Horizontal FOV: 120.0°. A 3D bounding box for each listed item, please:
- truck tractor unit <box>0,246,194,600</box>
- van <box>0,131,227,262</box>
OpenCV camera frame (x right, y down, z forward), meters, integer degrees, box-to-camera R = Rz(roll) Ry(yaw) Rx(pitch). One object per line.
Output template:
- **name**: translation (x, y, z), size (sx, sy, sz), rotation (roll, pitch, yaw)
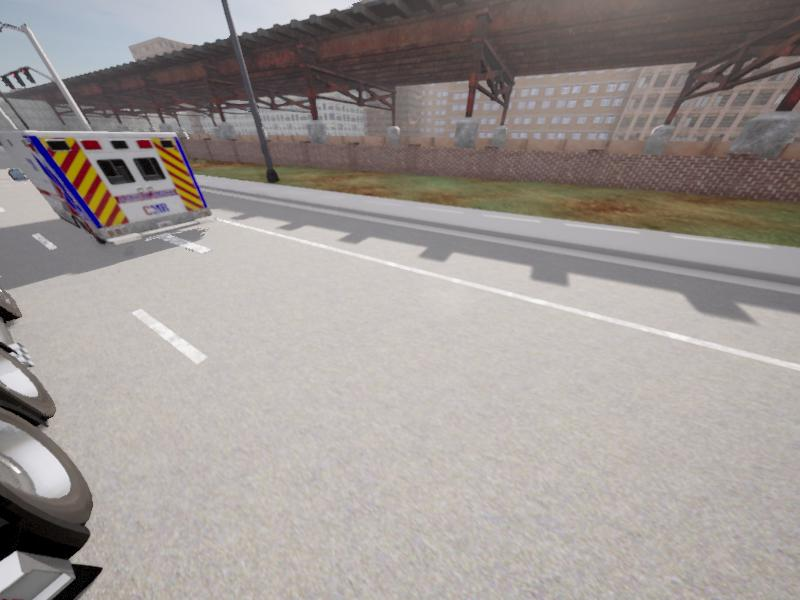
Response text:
- **truck tractor unit**: translation (-5.079, -0.333, 0.819), size (6.516, 4.208, 3.053), rotation (20, 40, 25)
- **van**: translation (-8.573, -3.373, 6.735), size (6.366, 2.431, 2.351), rotation (18, 39, 24)
